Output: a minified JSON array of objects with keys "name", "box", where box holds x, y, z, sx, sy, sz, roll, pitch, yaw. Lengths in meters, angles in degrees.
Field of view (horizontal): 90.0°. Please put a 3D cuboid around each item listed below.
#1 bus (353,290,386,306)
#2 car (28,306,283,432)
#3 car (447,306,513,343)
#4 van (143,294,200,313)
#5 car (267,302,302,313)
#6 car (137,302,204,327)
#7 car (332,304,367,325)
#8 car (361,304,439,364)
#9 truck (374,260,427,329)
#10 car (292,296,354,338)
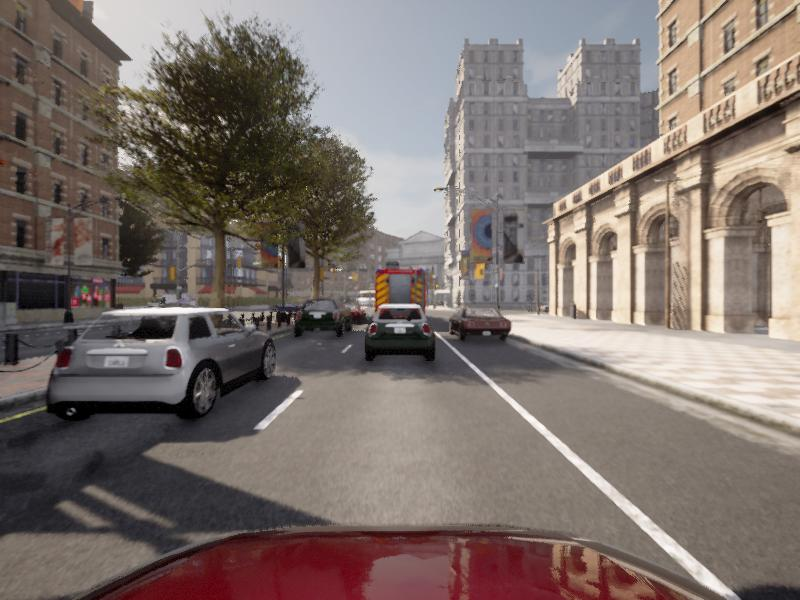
[{"name":"bus","box":[-8.480,-0.407,110.282,3.944,4.253,10.273,1,-1,-38]},{"name":"car","box":[-3.505,0.861,6.732,1.970,1.475,3.806,0,0,0]},{"name":"car","box":[3.251,0.959,17.219,1.895,1.301,4.718,0,0,0]},{"name":"van","box":[-30.727,0.441,53.948,6.366,2.431,2.351,0,0,0]},{"name":"car","box":[-15.525,0.970,54.051,4.181,1.385,1.994,0,0,0]},{"name":"car","box":[-14.997,0.901,26.490,1.812,1.442,4.674,0,0,0]},{"name":"car","box":[-3.497,0.977,28.477,1.895,1.301,4.718,0,0,0]},{"name":"car","box":[0.000,0.867,11.933,1.970,1.475,3.806,0,0,0]},{"name":"truck","box":[0.008,-0.291,26.173,2.891,3.827,8.468,0,0,0]},{"name":"car","box":[-3.498,0.716,19.092,2.097,1.767,4.553,0,0,0]}]
